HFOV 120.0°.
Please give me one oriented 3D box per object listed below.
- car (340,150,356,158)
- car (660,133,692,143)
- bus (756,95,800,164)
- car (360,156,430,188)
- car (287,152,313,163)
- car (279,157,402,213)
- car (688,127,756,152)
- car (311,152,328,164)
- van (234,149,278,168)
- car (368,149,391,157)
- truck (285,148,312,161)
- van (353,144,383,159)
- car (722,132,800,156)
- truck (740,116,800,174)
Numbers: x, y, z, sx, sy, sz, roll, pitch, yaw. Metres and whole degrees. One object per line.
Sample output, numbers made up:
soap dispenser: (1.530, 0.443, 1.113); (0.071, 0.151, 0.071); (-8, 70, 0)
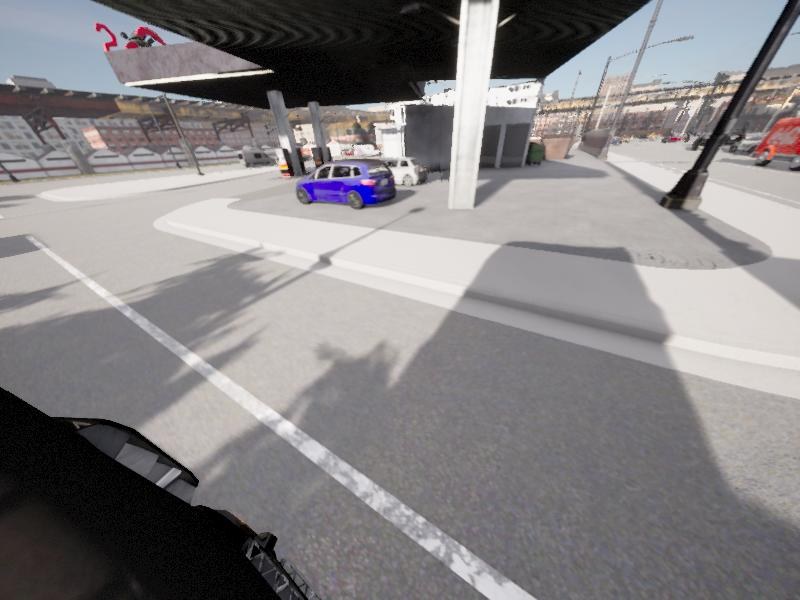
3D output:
car: (-13.796, -39.048, 61.704); (3.705, 1.549, 1.789); (-14, 36, -16)
car: (56.052, -32.907, 46.988); (1.970, 1.475, 3.806); (-26, 40, -30)
bus: (26.927, -9.728, 12.362); (3.944, 4.253, 10.273); (15, 38, 25)
car: (-0.297, -8.014, 14.432); (3.806, 1.475, 1.970); (16, 38, 26)
car: (-21.782, -31.212, 50.502); (2.097, 1.767, 4.553); (27, 44, 36)
car: (-2.494, -5.071, 9.946); (4.611, 1.667, 2.242); (16, 38, 26)
car: (36.389, -18.349, 26.386); (2.150, 2.045, 5.566); (14, 37, 23)
car: (-15.287, -27.099, 43.991); (1.930, 1.638, 5.238); (-6, 34, -4)
van: (-25.652, -25.413, 41.521); (1.988, 2.561, 5.915); (17, 38, 27)
car: (-5.095, -36.719, 57.673); (5.357, 1.411, 2.033); (-8, 34, -8)
truck: (-25.921, -37.261, 59.227); (5.204, 2.467, 2.627); (-27, 40, -31)
van: (-7.440, -34.632, 53.847); (6.366, 2.431, 2.351); (-13, 35, -14)
car: (32.540, -14.126, 20.884); (2.038, 1.542, 4.974); (14, 38, 24)
truck: (22.849, -8.532, 12.514); (2.627, 2.467, 5.204); (15, 38, 25)
